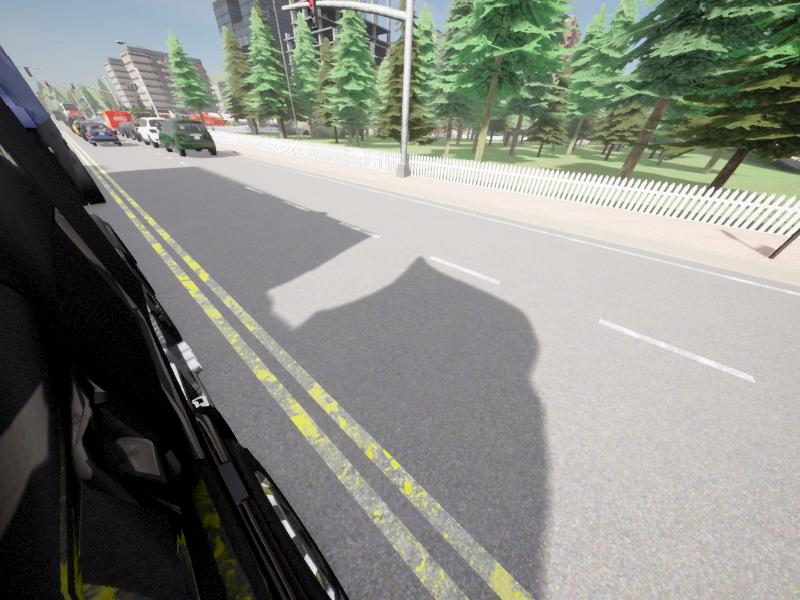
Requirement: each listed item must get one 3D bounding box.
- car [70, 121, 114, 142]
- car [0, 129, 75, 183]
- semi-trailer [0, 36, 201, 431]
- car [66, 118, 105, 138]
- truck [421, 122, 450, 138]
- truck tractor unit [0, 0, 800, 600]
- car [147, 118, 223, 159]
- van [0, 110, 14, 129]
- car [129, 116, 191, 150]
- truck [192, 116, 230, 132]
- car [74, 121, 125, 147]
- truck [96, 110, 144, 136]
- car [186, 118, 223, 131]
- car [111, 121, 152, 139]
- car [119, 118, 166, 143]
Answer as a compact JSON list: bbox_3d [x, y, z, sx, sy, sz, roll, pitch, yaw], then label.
[{"bbox_3d":[-29.836,-16.361,22.389,4.193,1.474,1.816,28,44,30],"label":"car"},{"bbox_3d":[-15.556,-6.033,9.508,3.806,1.475,1.970,28,44,30],"label":"car"},{"bbox_3d":[-8.660,-3.633,4.262,14.254,4.402,2.717,29,44,30],"label":"semi-trailer"},{"bbox_3d":[-35.186,-19.251,25.824,5.366,1.575,1.801,28,44,30],"label":"car"},{"bbox_3d":[11.538,-55.589,75.348,8.468,3.827,2.891,15,38,15],"label":"truck"},{"bbox_3d":[-2.645,-0.295,0.352,6.516,4.208,3.053,28,44,30],"label":"truck tractor unit"},{"bbox_3d":[-15.337,-11.623,16.496,5.566,2.045,2.150,28,43,30],"label":"car"},{"bbox_3d":[-55.083,-24.556,31.272,4.480,2.038,2.069,28,44,30],"label":"van"},{"bbox_3d":[-20.938,-14.598,20.118,5.566,2.045,2.150,28,44,30],"label":"car"},{"bbox_3d":[-39.766,-37.205,48.778,2.627,2.467,5.204,27,43,29],"label":"truck"},{"bbox_3d":[-24.989,-13.818,19.231,3.705,1.549,1.789,28,44,30],"label":"car"},{"bbox_3d":[-36.381,-22.986,29.996,5.204,2.467,2.627,28,44,30],"label":"truck"},{"bbox_3d":[-43.667,-39.389,51.805,2.150,2.045,5.566,27,43,29],"label":"car"},{"bbox_3d":[-31.512,-19.990,27.127,4.792,1.488,2.163,28,44,30],"label":"car"},{"bbox_3d":[-26.499,-17.487,23.767,4.605,1.855,1.932,28,44,30],"label":"car"}]
